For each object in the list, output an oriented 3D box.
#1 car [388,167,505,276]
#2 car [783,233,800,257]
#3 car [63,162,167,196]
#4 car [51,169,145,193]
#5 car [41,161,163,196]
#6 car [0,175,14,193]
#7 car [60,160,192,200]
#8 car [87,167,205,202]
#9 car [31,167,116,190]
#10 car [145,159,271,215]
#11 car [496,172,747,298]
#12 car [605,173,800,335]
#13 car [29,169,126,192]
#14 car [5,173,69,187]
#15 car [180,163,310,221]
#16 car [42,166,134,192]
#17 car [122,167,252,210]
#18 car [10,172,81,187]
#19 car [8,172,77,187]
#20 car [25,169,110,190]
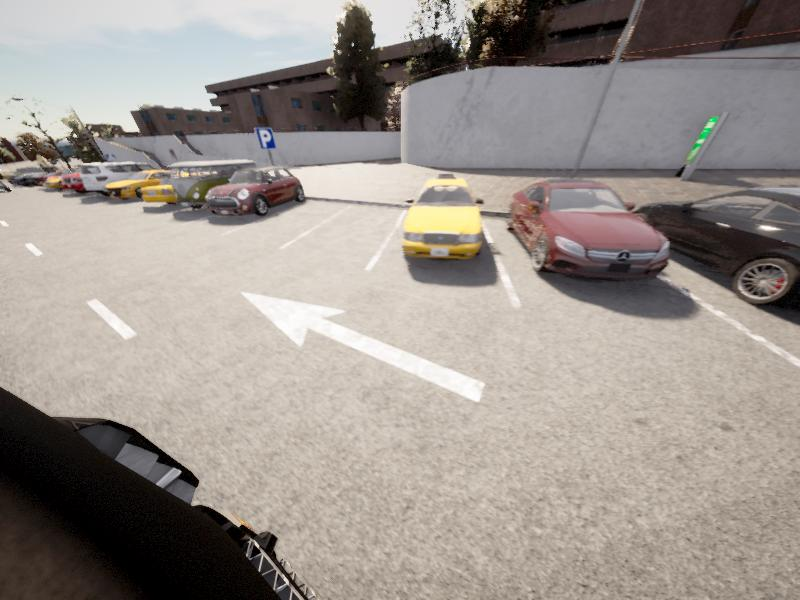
[{"bbox_3d":[1.231,-2.657,6.527,1.946,1.575,5.366,4,33,9],"label":"car"},{"bbox_3d":[8.961,-0.637,2.571,1.878,1.987,4.442,4,33,9],"label":"car"},{"bbox_3d":[-21.932,-9.591,18.152,1.878,1.987,4.442,4,33,9],"label":"car"},{"bbox_3d":[-27.048,-10.888,21.011,2.002,1.452,4.674,4,33,10],"label":"car"},{"bbox_3d":[-24.486,-10.389,19.517,2.435,2.045,5.566,4,33,10],"label":"car"},{"bbox_3d":[-43.416,-12.249,24.479,3.633,1.501,1.845,15,37,27],"label":"car"},{"bbox_3d":[-19.340,-8.954,16.953,2.435,2.045,5.566,4,33,10],"label":"car"},{"bbox_3d":[-16.757,-7.987,15.768,2.097,1.535,5.008,4,33,9],"label":"car"},{"bbox_3d":[-34.760,-13.191,24.897,2.185,1.767,4.553,4,33,10],"label":"car"},{"bbox_3d":[-9.060,-5.872,11.653,1.878,1.987,4.442,4,33,9],"label":"car"},{"bbox_3d":[3.840,-1.973,5.408,2.002,1.452,4.674,4,33,9],"label":"car"},{"bbox_3d":[6.407,-1.223,4.108,2.002,1.452,4.674,4,33,10],"label":"car"},{"bbox_3d":[-32.219,-12.261,23.460,1.946,1.575,5.366,4,33,10],"label":"car"},{"bbox_3d":[-57.818,-19.254,36.954,2.231,1.521,4.892,3,32,12],"label":"car"},{"bbox_3d":[-6.458,-5.119,10.532,2.185,1.767,4.553,4,33,9],"label":"car"},{"bbox_3d":[-29.620,-11.763,22.259,2.185,1.767,4.553,4,33,10],"label":"car"},{"bbox_3d":[-11.584,-6.595,13.321,1.946,1.575,5.366,4,33,10],"label":"car"},{"bbox_3d":[-50.173,-17.230,32.924,2.097,1.535,5.008,3,32,10],"label":"car"},{"bbox_3d":[-52.728,-17.905,34.263,2.097,1.535,5.008,3,32,10],"label":"car"},{"bbox_3d":[-37.338,-13.770,26.255,2.097,1.535,5.008,3,33,10],"label":"car"}]
